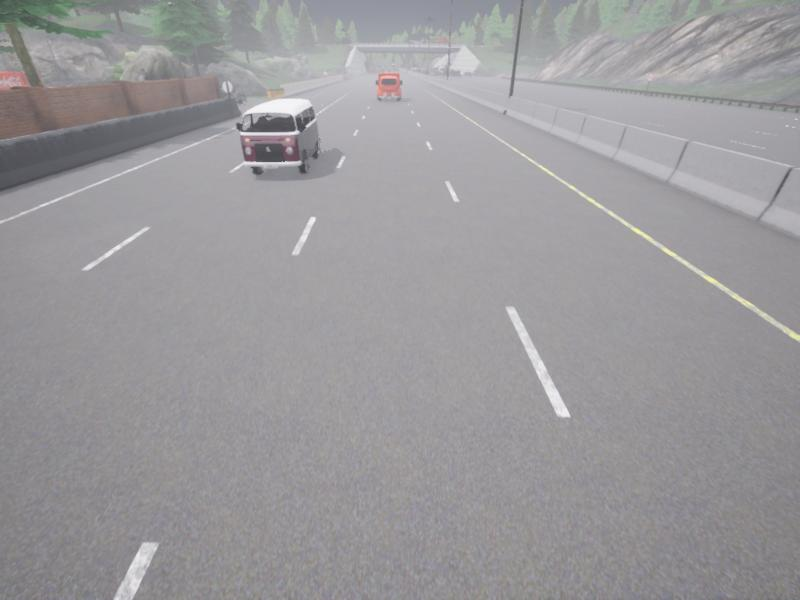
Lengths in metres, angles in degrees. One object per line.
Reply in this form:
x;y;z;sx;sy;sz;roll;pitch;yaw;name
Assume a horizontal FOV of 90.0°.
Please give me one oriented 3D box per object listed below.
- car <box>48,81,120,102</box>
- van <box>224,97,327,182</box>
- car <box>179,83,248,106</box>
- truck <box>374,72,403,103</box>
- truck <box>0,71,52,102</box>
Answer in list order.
-30.043;-19.916;38.157;4.856;1.649;2.033;0;30;0;car
-3.882;-5.563;13.501;2.069;2.038;4.480;-1;30;-1;van
-16.332;-18.161;35.286;4.974;1.542;2.038;2;31;0;car
-1.081;-21.013;39.471;2.627;2.467;5.204;-1;30;-1;truck
-37.053;-20.222;37.877;5.204;2.467;2.627;0;30;0;truck
